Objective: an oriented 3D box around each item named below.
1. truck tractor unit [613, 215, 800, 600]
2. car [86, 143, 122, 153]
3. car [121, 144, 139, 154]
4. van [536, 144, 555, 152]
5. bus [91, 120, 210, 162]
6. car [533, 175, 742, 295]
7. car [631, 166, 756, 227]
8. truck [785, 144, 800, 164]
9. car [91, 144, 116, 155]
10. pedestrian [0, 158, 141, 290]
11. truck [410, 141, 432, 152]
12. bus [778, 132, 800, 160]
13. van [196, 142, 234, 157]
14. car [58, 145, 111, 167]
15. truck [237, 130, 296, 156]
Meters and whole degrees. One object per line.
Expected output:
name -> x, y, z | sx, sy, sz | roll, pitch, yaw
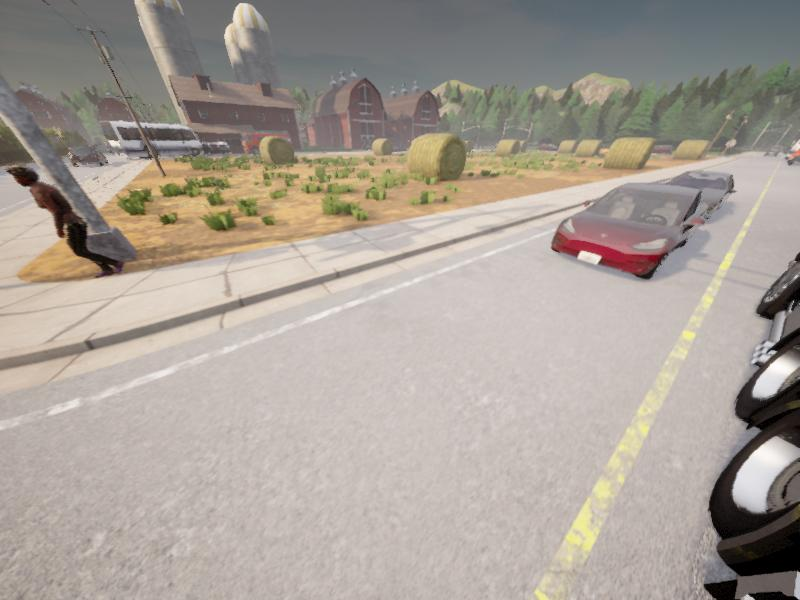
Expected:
truck tractor unit -> 5.025, -0.376, 0.904 | 6.516, 4.208, 3.053 | -22, 40, -28
car -> -62.605, -32.132, 48.888 | 4.856, 1.649, 2.033 | 7, 35, 9
car -> -56.075, -31.467, 48.101 | 1.837, 1.490, 4.892 | -27, 43, -34
van -> 45.353, -47.477, 71.996 | 1.775, 1.987, 4.442 | -24, 41, -31
bus -> -34.960, -22.990, 33.473 | 3.944, 4.253, 10.273 | 15, 37, 18
car -> 5.839, -1.984, 5.681 | 4.792, 1.488, 2.163 | -22, 40, -29
car -> 11.836, -4.346, 9.260 | 5.357, 1.411, 2.033 | -22, 40, -29
truck -> 58.896, -21.169, 33.294 | 5.204, 2.467, 2.627 | -22, 40, -29
car -> -57.451, -29.308, 44.907 | 2.038, 1.542, 4.974 | -25, 42, -32
pedestrian -> -5.437, -1.244, 3.845 | 0.751, 1.860, 0.751 | -25, 42, -32
truck -> 5.610, -41.069, 61.790 | 5.204, 2.467, 2.627 | -25, 42, -32
bus -> 72.246, -27.327, 40.818 | 10.273, 4.253, 3.944 | -22, 40, -29
van -> -32.001, -26.169, 40.084 | 4.480, 2.038, 2.069 | -24, 42, -31
car -> -33.465, -15.448, 24.707 | 2.097, 1.767, 4.553 | -24, 41, -31
truck -> -25.235, -30.012, 44.176 | 8.468, 3.827, 2.891 | -25, 42, -32
